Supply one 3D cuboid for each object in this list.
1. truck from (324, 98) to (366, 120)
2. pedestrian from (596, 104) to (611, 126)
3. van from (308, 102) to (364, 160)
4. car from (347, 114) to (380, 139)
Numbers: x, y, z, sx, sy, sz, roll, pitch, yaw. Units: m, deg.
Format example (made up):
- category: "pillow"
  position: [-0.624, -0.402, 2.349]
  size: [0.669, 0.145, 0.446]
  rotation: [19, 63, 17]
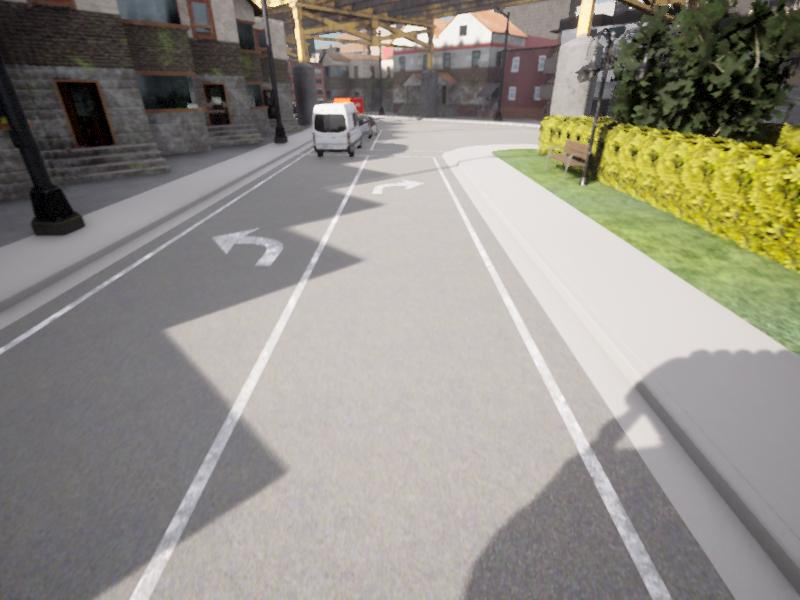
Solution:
- category: "truck"
  position: [-7.199, -24.842, 51.967]
  size: [2.627, 2.467, 5.204]
  rotation: [-24, 36, -39]
- category: "pedestrian"
  position: [19.768, -17.969, 38.901]
  size: [0.751, 1.860, 0.751]
  rotation: [21, 34, 34]
- category: "van"
  position: [-3.367, -9.639, 22.471]
  size: [1.988, 2.561, 5.915]
  rotation: [1, 27, 1]
- category: "car"
  position: [-2.735, -13.389, 30.824]
  size: [1.845, 1.501, 3.633]
  rotation: [3, 28, 5]
